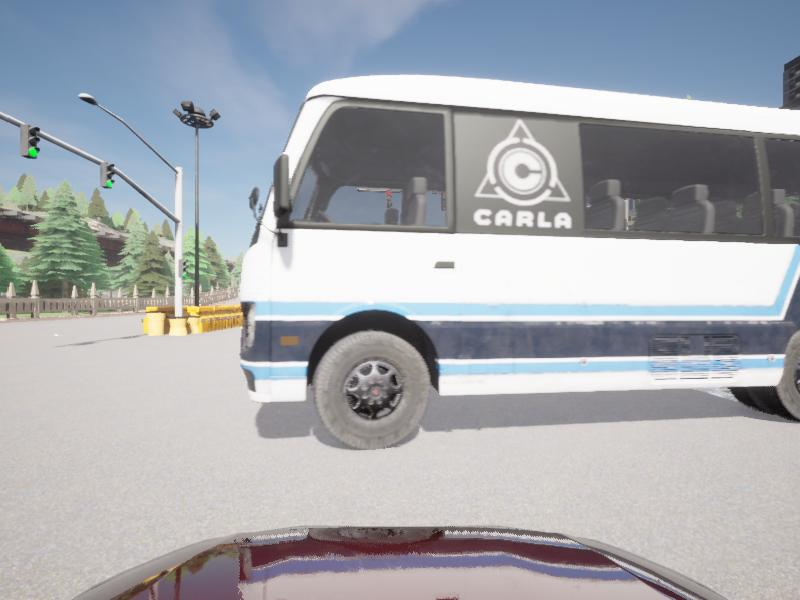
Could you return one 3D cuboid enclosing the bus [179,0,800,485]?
[{"bbox_3d":[2.945,-0.531,6.081,10.273,4.253,3.944,0,0,-9],"label":"bus"}]

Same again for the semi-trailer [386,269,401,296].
[{"bbox_3d":[-1.330,-3.823,82.199,2.717,4.402,14.254,0,7,-1],"label":"semi-trailer"}]

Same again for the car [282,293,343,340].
[{"bbox_3d":[-3.734,0.646,17.793,1.905,1.878,3.866,0,0,-1],"label":"car"}]
